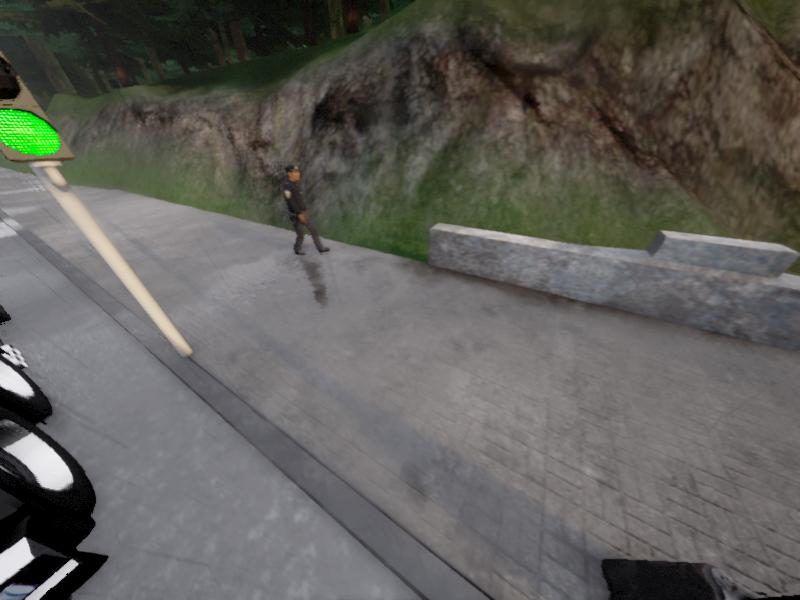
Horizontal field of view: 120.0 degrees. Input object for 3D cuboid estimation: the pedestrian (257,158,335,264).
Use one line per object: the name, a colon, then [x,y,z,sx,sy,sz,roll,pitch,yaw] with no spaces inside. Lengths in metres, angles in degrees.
pedestrian: [-1.991,-1.766,4.703,0.751,1.860,0.751,6,35,9]

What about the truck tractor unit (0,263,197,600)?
truck tractor unit: [-5.112,-0.300,0.781,6.516,4.208,3.053,18,39,24]

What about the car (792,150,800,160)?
car: [49.183,-16.811,26.319,3.988,1.617,1.851,18,39,24]
